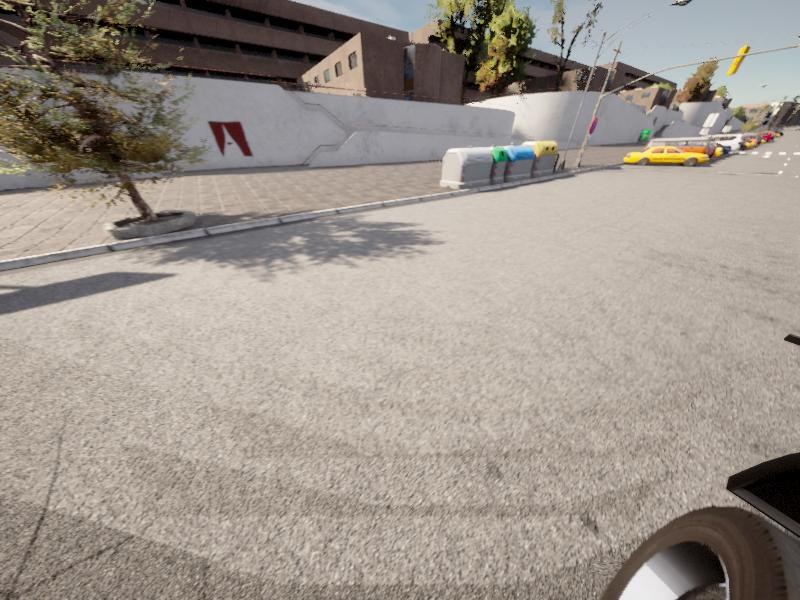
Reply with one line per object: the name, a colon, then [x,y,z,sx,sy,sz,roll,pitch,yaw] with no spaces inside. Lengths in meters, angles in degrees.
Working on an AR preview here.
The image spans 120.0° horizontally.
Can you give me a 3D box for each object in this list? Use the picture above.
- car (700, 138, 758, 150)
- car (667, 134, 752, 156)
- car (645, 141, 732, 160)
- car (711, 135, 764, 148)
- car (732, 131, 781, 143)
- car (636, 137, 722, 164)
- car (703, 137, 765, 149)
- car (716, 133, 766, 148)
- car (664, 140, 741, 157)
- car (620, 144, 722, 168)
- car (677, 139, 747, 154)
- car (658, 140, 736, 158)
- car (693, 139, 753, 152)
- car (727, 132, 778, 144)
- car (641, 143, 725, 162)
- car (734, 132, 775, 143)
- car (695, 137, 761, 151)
car: [52.159,-24.882,36.858,4.792,1.488,2.163,20,40,29]
car: [37.529,-19.016,28.381,5.566,2.045,2.435,20,40,29]
car: [30.100,-15.784,24.457,5.366,1.575,1.946,20,40,29]
car: [59.519,-28.031,40.913,4.553,1.767,2.185,20,40,29]
car: [83.900,-38.486,54.601,5.566,2.045,2.435,20,40,29]
car: [25.470,-13.824,21.430,4.442,1.987,1.878,20,40,29]
car: [54.776,-25.858,38.130,5.366,1.575,1.946,20,39,29]
car: [62.035,-29.111,42.210,4.442,1.987,1.878,20,39,29]
car: [35.126,-17.782,27.135,5.008,1.535,2.097,20,40,29]
car: [23.096,-12.592,20.144,5.366,1.575,1.946,20,40,29]
car: [39.998,-19.827,29.904,4.892,1.521,2.231,20,40,29]
car: [32.694,-16.749,25.745,4.892,1.521,2.231,20,40,29]
car: [47.313,-22.839,34.070,4.674,1.452,2.002,20,40,29]
car: [78.973,-36.404,51.891,5.566,2.045,2.435,20,40,29]
car: [27.792,-14.682,23.019,4.792,1.488,2.163,20,40,29]
car: [81.537,-37.391,53.206,4.442,1.987,1.878,20,40,29]
car: [49.900,-23.836,35.349,5.366,1.575,1.946,20,39,29]
